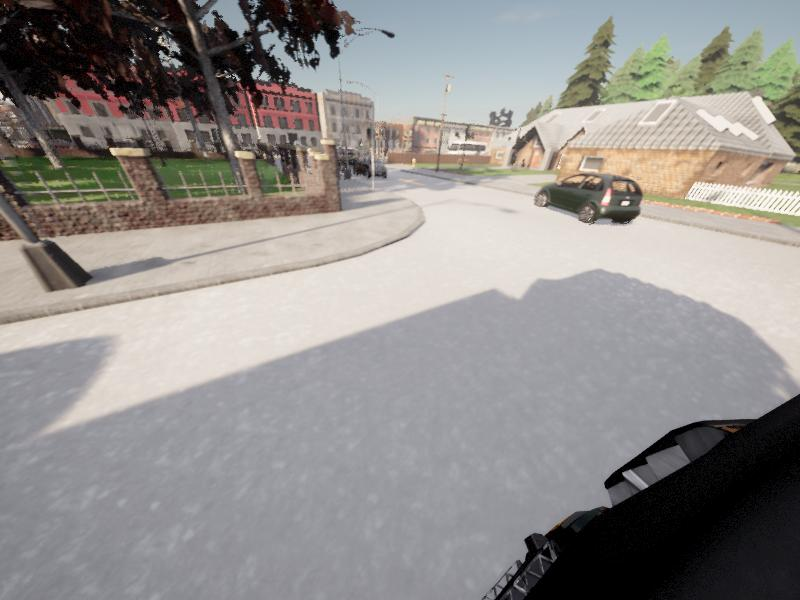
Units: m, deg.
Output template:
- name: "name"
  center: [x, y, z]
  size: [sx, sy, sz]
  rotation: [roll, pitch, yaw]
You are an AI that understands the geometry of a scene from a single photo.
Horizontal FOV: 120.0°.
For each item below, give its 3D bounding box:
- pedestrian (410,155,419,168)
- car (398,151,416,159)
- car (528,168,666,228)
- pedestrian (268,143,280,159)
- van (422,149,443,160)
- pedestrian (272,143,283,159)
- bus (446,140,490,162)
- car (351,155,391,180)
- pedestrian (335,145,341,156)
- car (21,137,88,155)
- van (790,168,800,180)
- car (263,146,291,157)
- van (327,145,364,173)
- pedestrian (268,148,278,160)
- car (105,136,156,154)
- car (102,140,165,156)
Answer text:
- name: "pedestrian"
  center: [1.701, -16.604, 27.728]
  size: [0.751, 1.300, 0.751]
  rotation: [-11, 36, -20]
- name: "car"
  center: [1.512, -32.337, 51.506]
  size: [3.633, 1.501, 1.845]
  rotation: [-16, 38, -26]
- name: "car"
  center: [7.650, -4.408, 9.667]
  size: [1.851, 1.617, 3.988]
  rotation: [-2, 34, -8]
- name: "pedestrian"
  center: [-17.743, -20.941, 32.446]
  size: [0.751, 1.860, 0.751]
  rotation: [11, 34, 13]
- name: "van"
  center: [7.638, -34.276, 54.444]
  size: [4.442, 1.987, 1.775]
  rotation: [-16, 38, -26]
- name: "pedestrian"
  center: [-17.388, -21.195, 32.854]
  size: [0.751, 1.860, 0.751]
  rotation: [-2, 34, -7]
- name: "bus"
  center: [17.274, -37.692, 58.596]
  size: [10.273, 4.253, 3.944]
  rotation: [-16, 38, -26]
- name: "car"
  center: [-2.373, -10.690, 18.542]
  size: [1.845, 1.501, 3.633]
  rotation: [-16, 38, -26]
- name: "pedestrian"
  center: [-13.074, -31.332, 48.460]
  size: [0.751, 1.860, 0.751]
  rotation: [-19, 39, -29]
- name: "car"
  center: [-39.959, -17.946, 26.912]
  size: [3.705, 1.549, 1.789]
  rotation: [-16, 38, -26]
- name: "van"
  center: [77.329, -22.771, 41.815]
  size: [2.351, 2.431, 6.366]
  rotation: [-16, 38, -26]
- name: "car"
  center: [-21.025, -25.458, 39.577]
  size: [3.633, 1.501, 1.845]
  rotation: [-4, 34, -10]
- name: "van"
  center: [-5.446, -13.974, 22.829]
  size: [2.069, 2.038, 4.480]
  rotation: [-16, 38, -26]
- name: "pedestrian"
  center: [-16.425, -18.836, 29.864]
  size: [0.751, 1.300, 0.751]
  rotation: [-16, 38, -26]
- name: "car"
  center: [-37.184, -21.420, 32.044]
  size: [3.866, 1.878, 1.905]
  rotation: [-16, 38, -26]
- name: "car"
  center: [-34.126, -19.587, 29.845]
  size: [4.892, 1.490, 1.837]
  rotation: [-17, 38, -26]
